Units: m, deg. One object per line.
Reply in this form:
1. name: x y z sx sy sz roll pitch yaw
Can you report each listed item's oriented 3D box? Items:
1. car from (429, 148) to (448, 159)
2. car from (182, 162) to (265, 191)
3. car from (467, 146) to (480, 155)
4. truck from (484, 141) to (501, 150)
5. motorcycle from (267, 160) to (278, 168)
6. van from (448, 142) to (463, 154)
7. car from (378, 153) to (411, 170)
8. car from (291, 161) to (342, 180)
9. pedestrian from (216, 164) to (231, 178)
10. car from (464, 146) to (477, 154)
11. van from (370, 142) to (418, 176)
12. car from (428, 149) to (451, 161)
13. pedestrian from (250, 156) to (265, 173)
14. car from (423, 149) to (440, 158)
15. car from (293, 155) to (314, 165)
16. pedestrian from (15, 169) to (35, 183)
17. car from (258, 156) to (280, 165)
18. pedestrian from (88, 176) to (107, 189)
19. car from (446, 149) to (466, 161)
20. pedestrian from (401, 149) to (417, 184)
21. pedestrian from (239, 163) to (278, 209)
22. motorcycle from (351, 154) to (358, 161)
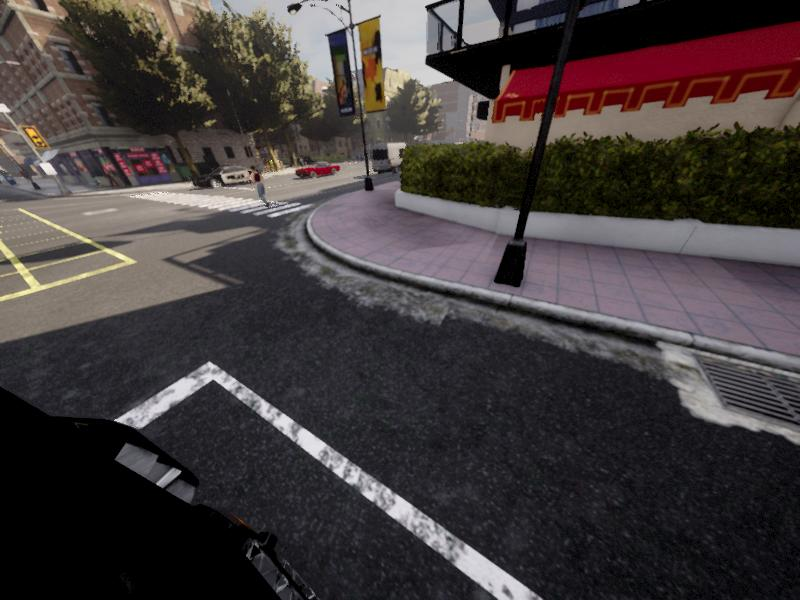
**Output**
1. car: 7.844 -29.877 47.055 1.801 1.575 5.366 16 38 26
2. car: -15.093 -10.864 20.165 1.930 1.638 5.238 17 38 27
3. car: 17.584 -35.818 55.197 1.851 1.617 3.988 16 38 26
4. truck: 34.529 -58.068 86.628 5.204 2.467 2.627 16 38 26
5. motorcycle: -23.413 -24.993 42.362 0.803 1.145 2.033 6 33 -4
6. van: 15.230 -41.680 63.364 1.988 2.561 5.915 15 38 26
7. car: -0.573 -17.504 29.129 1.837 1.490 4.892 15 38 26
8. car: -8.441 -13.396 23.753 1.895 1.301 4.718 16 38 26
9. pedestrian: -20.648 -15.110 27.029 0.751 1.300 0.751 17 38 27
10. car: 19.429 -41.502 63.781 2.128 1.511 4.902 15 38 26
11. van: -0.358 -14.276 23.286 1.988 2.561 5.915 15 38 26
12. car: 6.843 -24.990 39.788 2.038 1.542 4.974 16 37 26
13. pedestrian: -18.694 -17.723 30.308 0.751 1.860 0.751 12 36 21
14. car: 7.027 -32.851 51.692 1.837 1.490 4.892 16 38 26
15. car: -21.057 -30.456 50.295 3.988 1.617 1.851 16 38 26
16. pedestrian: -59.756 -19.780 36.818 0.751 1.860 0.751 11 36 20
17. car: -31.410 -33.462 55.453 4.605 1.855 1.932 16 38 26
18. pedestrian: -28.529 -11.089 21.788 0.500 1.100 0.500 15 37 25
19. car: 9.061 -23.311 37.123 1.816 1.474 4.193 16 38 26
20. pedestrian: 0.632 -8.620 14.953 0.751 1.860 0.751 14 37 24
21. pedestrian: -6.646 -5.381 10.938 0.751 1.860 0.751 13 37 23
22. motorcycle: -10.018 -31.331 50.760 0.764 1.277 2.356 -11 33 7
